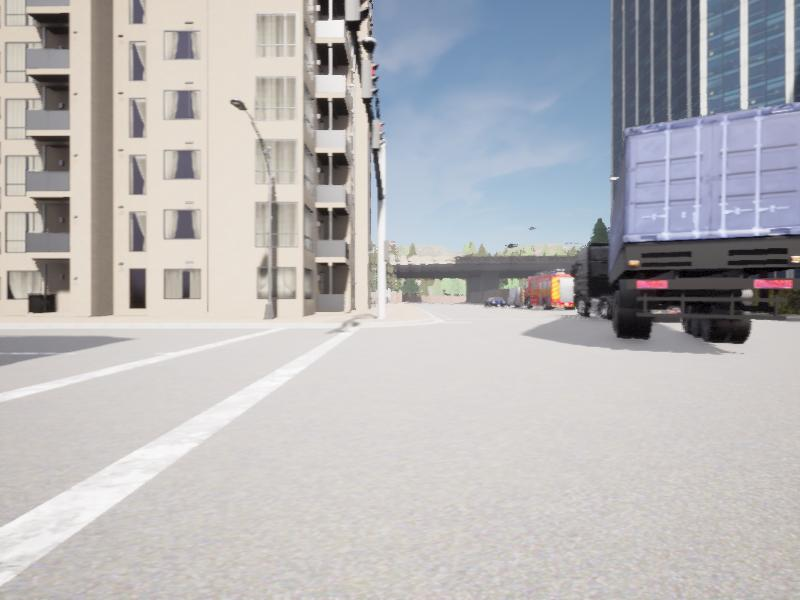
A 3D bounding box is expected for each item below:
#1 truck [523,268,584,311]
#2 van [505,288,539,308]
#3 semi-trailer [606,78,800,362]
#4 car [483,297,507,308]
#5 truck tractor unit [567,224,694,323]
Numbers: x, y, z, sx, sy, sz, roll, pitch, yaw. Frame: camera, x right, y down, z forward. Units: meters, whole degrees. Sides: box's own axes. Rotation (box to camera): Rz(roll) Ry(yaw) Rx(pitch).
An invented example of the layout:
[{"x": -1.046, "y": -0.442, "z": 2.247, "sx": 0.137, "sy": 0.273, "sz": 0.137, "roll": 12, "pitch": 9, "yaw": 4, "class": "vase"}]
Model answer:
[{"x": 15.097, "y": -0.936, "z": 40.187, "sx": 2.891, "sy": 3.827, "sz": 8.468, "roll": 0, "pitch": 0, "yaw": 1, "class": "truck"}, {"x": 15.196, "y": -0.239, "z": 50.328, "sx": 2.351, "sy": 2.431, "sz": 6.366, "roll": 0, "pitch": 0, "yaw": 1, "class": "van"}, {"x": 8.392, "y": -1.235, "z": 13.066, "sx": 2.717, "sy": 4.402, "sz": 14.254, "roll": 1, "pitch": 0, "yaw": 26, "class": "semi-trailer"}, {"x": 11.686, "y": 0.331, "z": 49.408, "sx": 1.895, "sy": 1.301, "sz": 4.718, "roll": 0, "pitch": 0, "yaw": 1, "class": "car"}, {"x": 11.201, "y": -1.131, "z": 20.349, "sx": 3.053, "sy": 4.208, "sz": 6.516, "roll": 0, "pitch": 0, "yaw": 4, "class": "truck tractor unit"}]
